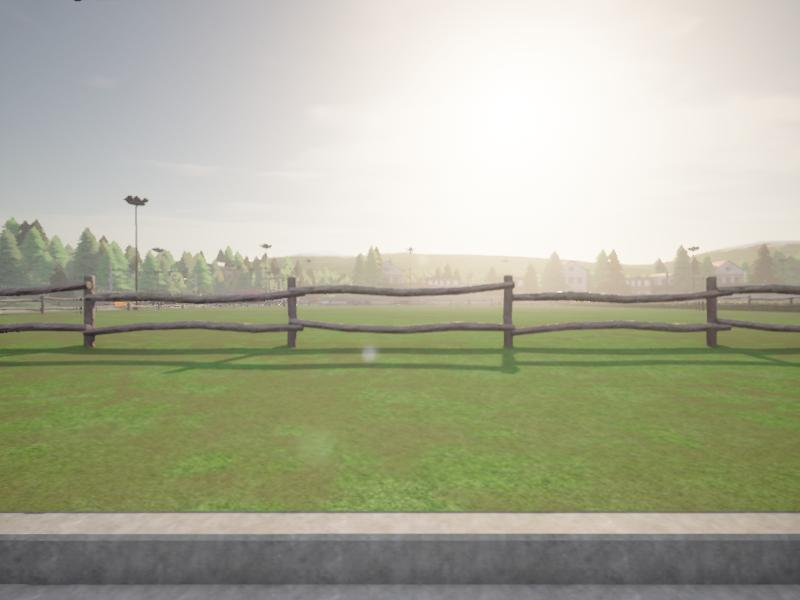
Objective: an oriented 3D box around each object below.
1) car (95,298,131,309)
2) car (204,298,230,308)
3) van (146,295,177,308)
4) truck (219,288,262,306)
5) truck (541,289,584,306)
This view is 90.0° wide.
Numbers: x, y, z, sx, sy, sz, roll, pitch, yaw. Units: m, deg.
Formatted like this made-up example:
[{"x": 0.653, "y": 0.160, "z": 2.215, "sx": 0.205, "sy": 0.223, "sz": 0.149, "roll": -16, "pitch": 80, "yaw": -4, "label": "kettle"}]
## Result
[{"x": -43.266, "y": 0.487, "z": 60.458, "sx": 1.882, "sy": 1.535, "sz": 5.008, "roll": 0, "pitch": 0, "yaw": 1, "label": "car"}, {"x": -32.353, "y": 0.518, "z": 70.970, "sx": 2.242, "sy": 1.667, "sz": 4.611, "roll": 0, "pitch": 0, "yaw": 5, "label": "car"}, {"x": -36.245, "y": 0.231, "z": 60.927, "sx": 2.069, "sy": 2.038, "sz": 4.480, "roll": 0, "pitch": 0, "yaw": 1, "label": "van"}, {"x": -35.493, "y": -0.557, "z": 89.303, "sx": 2.891, "sy": 3.827, "sz": 8.468, "roll": 0, "pitch": 0, "yaw": 37, "label": "truck"}, {"x": 37.226, "y": -0.617, "z": 91.810, "sx": 8.468, "sy": 3.827, "sz": 2.891, "roll": 0, "pitch": 0, "yaw": 0, "label": "truck"}]
